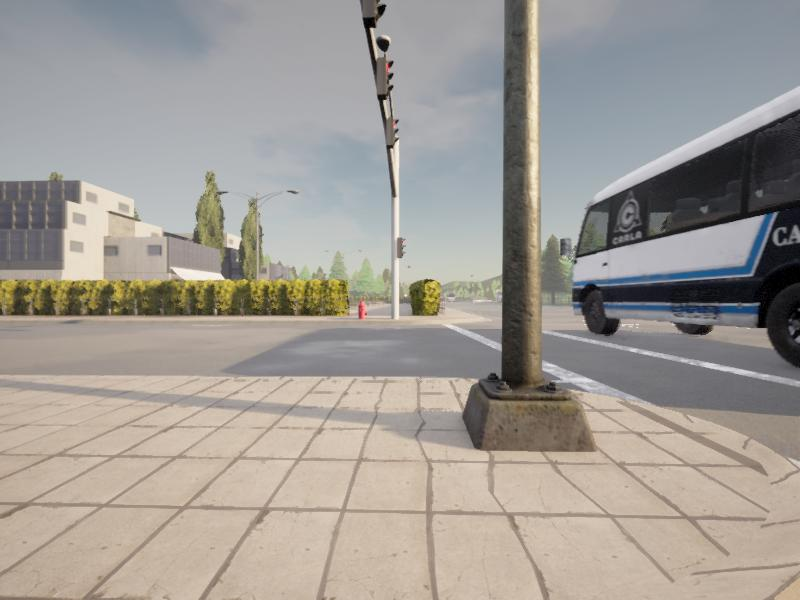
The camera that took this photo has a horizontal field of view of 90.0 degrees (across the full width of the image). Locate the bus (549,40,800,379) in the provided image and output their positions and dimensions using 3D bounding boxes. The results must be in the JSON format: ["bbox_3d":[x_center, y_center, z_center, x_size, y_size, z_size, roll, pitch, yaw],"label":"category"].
[{"bbox_3d":[6.913,-1.134,7.750,3.944,4.253,10.273,0,0,-2],"label":"bus"}]
